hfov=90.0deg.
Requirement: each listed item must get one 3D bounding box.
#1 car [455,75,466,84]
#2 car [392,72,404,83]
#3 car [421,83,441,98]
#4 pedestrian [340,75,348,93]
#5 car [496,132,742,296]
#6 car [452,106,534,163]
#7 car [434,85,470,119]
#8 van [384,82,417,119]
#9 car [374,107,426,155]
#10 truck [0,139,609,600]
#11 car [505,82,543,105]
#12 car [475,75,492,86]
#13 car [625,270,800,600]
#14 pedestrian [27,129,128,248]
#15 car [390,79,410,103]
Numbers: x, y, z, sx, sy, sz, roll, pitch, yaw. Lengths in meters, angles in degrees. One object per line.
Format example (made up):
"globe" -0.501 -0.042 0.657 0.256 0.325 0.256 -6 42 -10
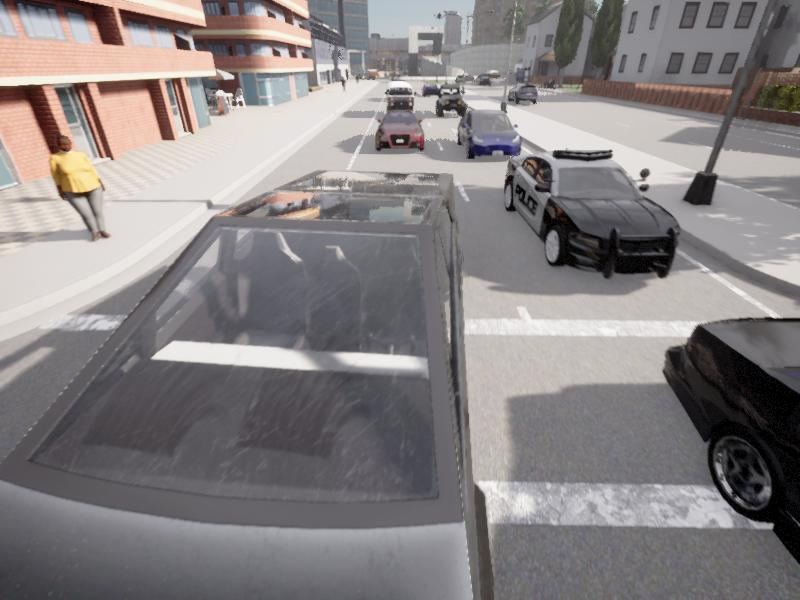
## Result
"car" 12.042 -43.720 79.245 2.007 1.525 4.514 5 31 8
"car" -0.475 -45.304 81.569 1.932 1.855 4.605 -3 30 -6
"car" 3.497 -23.799 45.391 1.895 1.301 4.718 0 30 0
"pedestrian" -6.838 -26.184 48.553 0.751 1.860 0.751 -1 30 -2
"car" 3.531 -2.091 7.947 1.930 1.638 5.238 0 30 0
"car" 3.499 -6.797 16.148 2.163 1.488 4.792 0 30 0
"car" 3.496 -13.725 27.585 1.905 1.878 3.866 0 30 0
"van" -0.045 -13.971 27.852 2.069 2.038 4.480 -2 30 -3
"car" -0.002 -7.356 17.215 1.994 1.385 4.181 0 30 0
"truck" -0.527 0.127 3.715 2.390 2.098 6.274 3 30 4
"car" 11.495 -19.401 37.550 2.033 1.649 4.856 0 30 0
"car" 15.047 -39.648 72.252 2.038 1.542 4.974 0 30 1
"car" 3.496 1.684 1.741 2.033 1.411 5.357 0 30 0
"pedestrian" -5.771 -2.012 7.242 0.751 1.860 0.751 26 39 37
"car" -0.007 -20.977 39.983 1.932 1.855 4.605 0 31 -1
